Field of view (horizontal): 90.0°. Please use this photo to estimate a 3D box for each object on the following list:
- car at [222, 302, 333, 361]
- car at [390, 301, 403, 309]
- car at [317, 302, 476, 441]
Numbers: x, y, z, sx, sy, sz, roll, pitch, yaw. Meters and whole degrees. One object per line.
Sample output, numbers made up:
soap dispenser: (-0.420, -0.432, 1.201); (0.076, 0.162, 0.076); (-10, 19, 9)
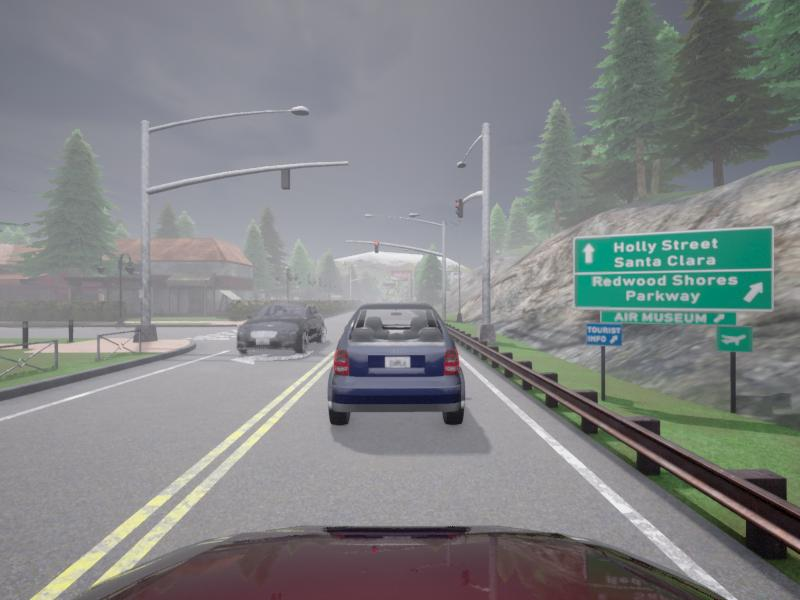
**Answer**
car: (-3.634, 0.836, 12.961); (2.128, 1.511, 4.902); (0, 0, -1)
car: (-0.666, 0.851, 69.640); (2.163, 1.488, 4.792); (0, 0, -1)
car: (-0.060, 0.815, 6.371); (1.789, 1.549, 3.705); (0, 0, -1)
